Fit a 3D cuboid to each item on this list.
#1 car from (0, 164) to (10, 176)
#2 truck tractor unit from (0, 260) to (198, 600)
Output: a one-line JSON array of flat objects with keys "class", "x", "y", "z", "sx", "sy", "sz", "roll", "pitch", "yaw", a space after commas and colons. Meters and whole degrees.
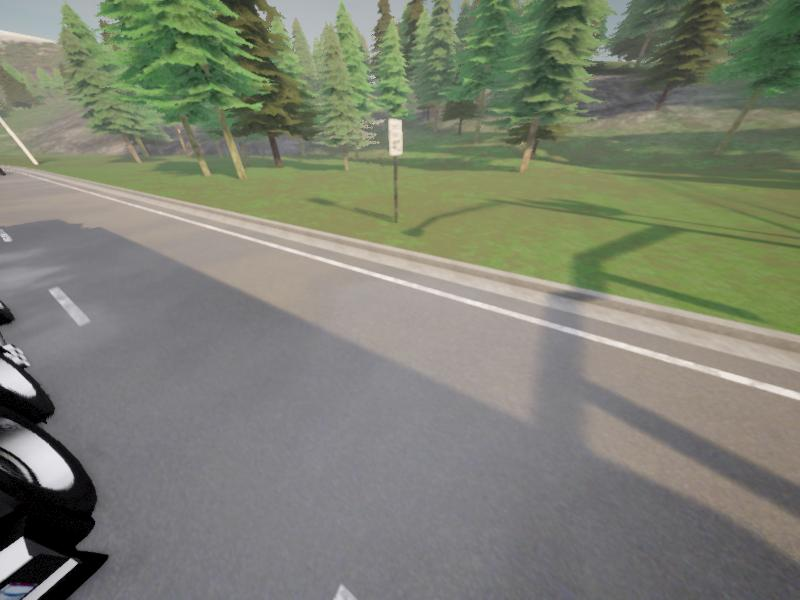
[{"class": "car", "x": -36.368, "y": -11.609, "z": 19.994, "sx": 4.193, "sy": 1.474, "sz": 1.816, "roll": 18, "pitch": 39, "yaw": 24}, {"class": "truck tractor unit", "x": -5.120, "y": -0.288, "z": 0.788, "sx": 6.516, "sy": 4.208, "sz": 3.053, "roll": 18, "pitch": 40, "yaw": 25}]
